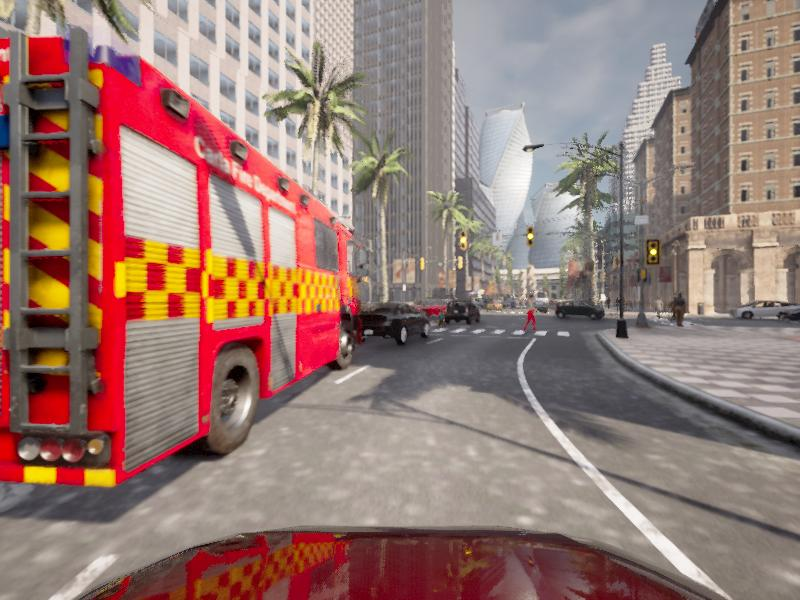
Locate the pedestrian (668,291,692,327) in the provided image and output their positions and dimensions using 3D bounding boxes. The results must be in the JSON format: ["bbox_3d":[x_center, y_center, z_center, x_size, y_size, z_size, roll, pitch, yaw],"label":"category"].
[{"bbox_3d":[14.907,0.487,21.310,0.751,1.860,0.751,0,0,-23],"label":"pedestrian"}]

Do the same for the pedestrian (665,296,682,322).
[{"bbox_3d":[19.406,0.640,28.389,0.751,1.860,0.751,0,0,11],"label":"pedestrian"}]

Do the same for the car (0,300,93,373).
[{"bbox_3d":[-9.648,0.794,8.303,1.801,1.575,5.366,0,0,11],"label":"car"}]

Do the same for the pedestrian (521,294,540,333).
[{"bbox_3d":[6.270,0.636,19.225,0.751,1.860,0.751,0,0,26],"label":"pedestrian"}]

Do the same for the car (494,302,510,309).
[{"bbox_3d":[17.654,0.930,69.108,1.895,1.301,4.718,0,0,22],"label":"car"}]

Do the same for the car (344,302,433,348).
[{"bbox_3d":[-0.229,0.841,15.723,1.837,1.490,4.892,0,0,20],"label":"car"}]

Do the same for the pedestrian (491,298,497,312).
[{"bbox_3d":[12.031,0.630,51.116,0.751,1.860,0.751,0,0,19],"label":"pedestrian"}]

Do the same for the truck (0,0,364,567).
[{"bbox_3d":[-2.816,-0.324,6.742,2.891,3.827,8.468,0,0,6],"label":"truck"}]

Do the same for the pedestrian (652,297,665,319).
[{"bbox_3d":[21.982,0.640,34.024,0.751,1.860,0.751,0,0,21],"label":"pedestrian"}]

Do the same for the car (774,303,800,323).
[{"bbox_3d":[30.796,0.903,28.739,5.357,1.411,2.033,0,0,22],"label":"car"}]

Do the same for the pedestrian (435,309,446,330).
[{"bbox_3d":[2.159,1.013,21.360,0.500,1.100,0.500,0,0,12],"label":"pedestrian"}]

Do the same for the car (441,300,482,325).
[{"bbox_3d":[4.277,0.784,27.245,1.851,1.617,3.988,0,0,22],"label":"car"}]

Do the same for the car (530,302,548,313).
[{"bbox_3d":[17.594,0.903,50.504,1.994,1.385,4.181,0,0,22],"label":"car"}]

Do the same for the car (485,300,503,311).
[{"bbox_3d":[14.489,0.793,61.386,1.801,1.575,5.366,0,0,22],"label":"car"}]

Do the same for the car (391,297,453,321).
[{"bbox_3d":[1.750,0.688,31.895,4.553,1.767,2.097,0,0,-30],"label":"car"}]

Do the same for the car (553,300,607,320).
[{"bbox_3d":[14.759,0.814,32.913,3.705,1.549,1.789,0,0,41],"label":"car"}]

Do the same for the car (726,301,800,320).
[{"bbox_3d":[29.913,0.835,32.843,4.514,1.525,2.007,0,0,22],"label":"car"}]

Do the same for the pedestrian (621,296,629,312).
[{"bbox_3d":[26.959,0.486,48.029,0.751,1.860,0.751,0,0,22],"label":"pedestrian"}]
